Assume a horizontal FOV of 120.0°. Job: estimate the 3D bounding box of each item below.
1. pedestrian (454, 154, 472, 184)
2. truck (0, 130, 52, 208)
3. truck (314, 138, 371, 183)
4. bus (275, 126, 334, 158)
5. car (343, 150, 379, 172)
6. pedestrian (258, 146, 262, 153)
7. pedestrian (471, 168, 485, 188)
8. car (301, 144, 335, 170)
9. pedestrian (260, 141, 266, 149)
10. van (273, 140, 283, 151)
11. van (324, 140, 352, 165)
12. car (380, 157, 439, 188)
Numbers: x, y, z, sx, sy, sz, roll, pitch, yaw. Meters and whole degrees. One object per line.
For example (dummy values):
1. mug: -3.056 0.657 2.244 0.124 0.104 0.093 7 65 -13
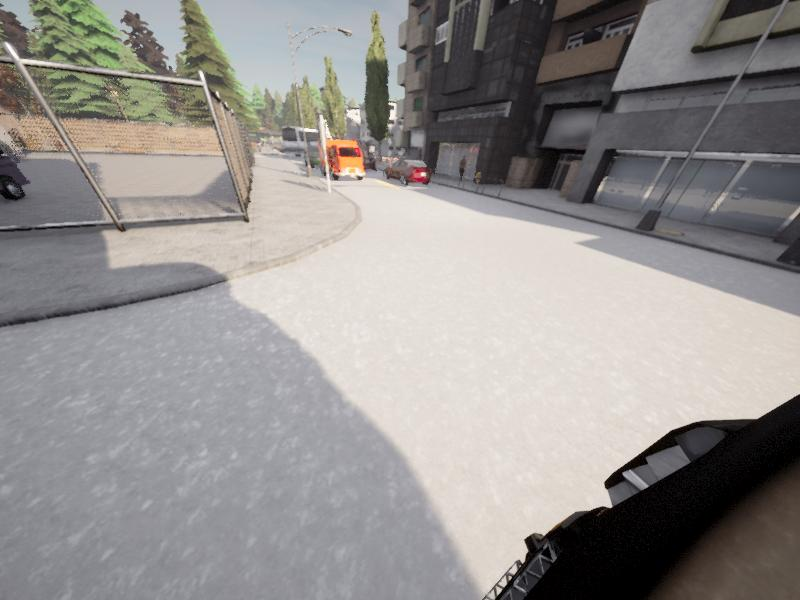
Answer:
1. pedestrian: 4.591 -9.591 16.938 0.751 1.860 0.751 20 37 23
2. truck: -13.455 -3.604 6.398 2.069 2.038 4.478 -14 37 -23
3. truck: -4.395 -10.490 17.286 2.627 2.467 5.204 -14 36 -24
4. bus: -16.485 -28.277 41.566 3.944 4.253 10.273 10 35 13
5. car: -4.213 -14.817 24.553 2.242 1.667 4.611 -14 37 -24
6. pedestrian: -27.318 -29.391 45.059 0.500 1.100 0.500 -15 37 -25
7. pedestrian: 5.313 -8.317 15.757 0.500 1.100 0.500 -14 37 -23
8. car: -8.787 -15.256 24.512 2.150 2.045 5.566 -14 37 -23
9. pedestrian: -39.324 -44.464 66.224 0.751 1.860 0.751 23 38 27
10. van: -37.893 -48.076 71.780 1.988 2.561 5.915 -14 37 -23
11. van: -8.340 -19.855 31.060 1.988 2.561 5.915 -14 37 -24
12. car: 0.483 -9.454 16.983 2.163 1.488 4.792 -14 37 -23
